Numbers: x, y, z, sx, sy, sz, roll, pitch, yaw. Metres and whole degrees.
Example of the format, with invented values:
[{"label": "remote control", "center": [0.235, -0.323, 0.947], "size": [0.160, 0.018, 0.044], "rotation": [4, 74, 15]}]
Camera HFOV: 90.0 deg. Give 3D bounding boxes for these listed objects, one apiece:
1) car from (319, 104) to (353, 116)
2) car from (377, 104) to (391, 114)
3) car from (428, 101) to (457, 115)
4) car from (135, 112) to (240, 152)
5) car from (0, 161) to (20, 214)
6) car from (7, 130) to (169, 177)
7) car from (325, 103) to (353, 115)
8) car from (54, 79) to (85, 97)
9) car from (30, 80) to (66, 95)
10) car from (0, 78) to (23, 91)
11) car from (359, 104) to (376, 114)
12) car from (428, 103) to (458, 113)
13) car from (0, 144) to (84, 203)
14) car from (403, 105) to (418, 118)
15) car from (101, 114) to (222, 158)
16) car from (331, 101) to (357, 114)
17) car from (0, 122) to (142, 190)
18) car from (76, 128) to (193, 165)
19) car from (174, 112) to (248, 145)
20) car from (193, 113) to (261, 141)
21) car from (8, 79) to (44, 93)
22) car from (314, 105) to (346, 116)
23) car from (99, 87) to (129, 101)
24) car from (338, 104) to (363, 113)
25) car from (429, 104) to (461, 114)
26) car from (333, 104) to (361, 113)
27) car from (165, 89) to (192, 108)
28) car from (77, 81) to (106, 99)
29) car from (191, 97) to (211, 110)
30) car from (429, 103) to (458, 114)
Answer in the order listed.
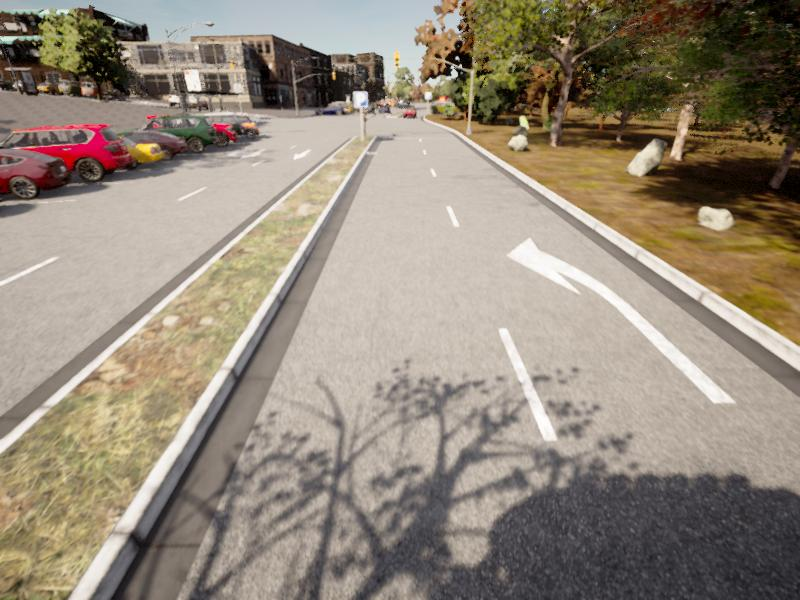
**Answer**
[{"label": "car", "center": [-10.868, -32.404, 68.185], "size": [5.366, 1.575, 1.946], "rotation": [-8, 27, -13]}, {"label": "car", "center": [-2.816, -34.235, 71.766], "size": [1.816, 1.474, 4.193], "rotation": [3, 27, 6]}, {"label": "car", "center": [7.215, -32.487, 67.713], "size": [4.442, 1.987, 1.878], "rotation": [-6, 28, -13]}, {"label": "car", "center": [-13.747, -11.179, 26.458], "size": [5.566, 2.045, 2.435], "rotation": [-10, 28, -17]}, {"label": "car", "center": [-13.819, -2.784, 10.491], "size": [4.892, 1.521, 2.231], "rotation": [-10, 28, -17]}, {"label": "car", "center": [-13.981, -6.836, 18.457], "size": [5.366, 1.575, 1.946], "rotation": [-10, 29, -17]}, {"label": "car", "center": [-10.777, -33.851, 70.760], "size": [4.553, 1.767, 2.185], "rotation": [-7, 27, -12]}, {"label": "car", "center": [-46.220, -29.634, 56.044], "size": [1.878, 1.987, 4.442], "rotation": [-3, 26, -20]}, {"label": "car", "center": [-49.358, -29.812, 56.294], "size": [1.946, 1.575, 5.366], "rotation": [-4, 26, -20]}, {"label": "car", "center": [-55.327, -30.196, 55.946], "size": [2.002, 1.452, 4.674], "rotation": [-4, 26, -20]}, {"label": "car", "center": [-5.777, -34.444, 72.248], "size": [2.128, 1.511, 4.902], "rotation": [3, 27, 6]}, {"label": "car", "center": [8.109, -36.301, 75.664], "size": [5.366, 1.575, 1.946], "rotation": [-6, 28, -12]}, {"label": "car", "center": [-13.837, -4.113, 13.163], "size": [4.792, 1.488, 2.163], "rotation": [-10, 29, -17]}, {"label": "car", "center": [1.568, -27.924, 59.232], "size": [1.851, 1.617, 3.988], "rotation": [2, 27, 5]}, {"label": "car", "center": [-13.817, -9.804, 23.751], "size": [5.566, 2.045, 2.435], "rotation": [-10, 29, -17]}, {"label": "car", "center": [-10.314, -35.324, 73.422], "size": [4.442, 1.987, 1.878], "rotation": [-7, 27, -12]}, {"label": "car", "center": [-13.840, -5.723, 15.714], "size": [5.566, 2.045, 2.435], "rotation": [-10, 29, -17]}, {"label": "car", "center": [-13.794, -8.188, 21.211], "size": [4.674, 1.452, 2.002], "rotation": [-10, 29, -17]}, {"label": "car", "center": [-13.633, -12.532, 29.176], "size": [4.442, 1.987, 1.878], "rotation": [-10, 28, -17]}, {"label": "car", "center": [-13.661, -13.790, 31.877], "size": [4.553, 1.767, 2.185], "rotation": [-10, 28, -17]}, {"label": "car", "center": [-52.311, -29.950, 56.061], "size": [2.002, 1.452, 4.674], "rotation": [-4, 26, -20]}, {"label": "car", "center": [-11.510, -31.006, 65.538], "size": [4.792, 1.488, 2.163], "rotation": [-8, 28, -13]}, {"label": "car", "center": [-40.258, -28.968, 56.424], "size": [2.231, 1.521, 4.892], "rotation": [-4, 26, -20]}, {"label": "car", "center": [-9.718, -37.798, 78.859], "size": [4.674, 1.452, 2.002], "rotation": [-7, 28, -11]}, {"label": "car", "center": [8.130, -35.000, 73.126], "size": [5.366, 1.575, 1.946], "rotation": [-6, 28, -12]}, {"label": "car", "center": [-10.089, -36.471, 76.173], "size": [4.892, 1.521, 2.231], "rotation": [-7, 27, -12]}, {"label": "car", "center": [-31.219, -28.451, 56.640], "size": [2.435, 2.045, 5.566], "rotation": [-4, 26, -20]}, {"label": "car", "center": [-43.204, -29.382, 56.144], "size": [1.878, 1.987, 4.442], "rotation": [-4, 26, -20]}, {"label": "car", "center": [-28.224, -27.926, 56.842], "size": [2.002, 1.452, 4.674], "rotation": [-4, 26, -20]}, {"label": "car", "center": [7.596, -33.749, 70.404], "size": [4.553, 1.767, 2.185], "rotation": [-6, 28, -12]}]
